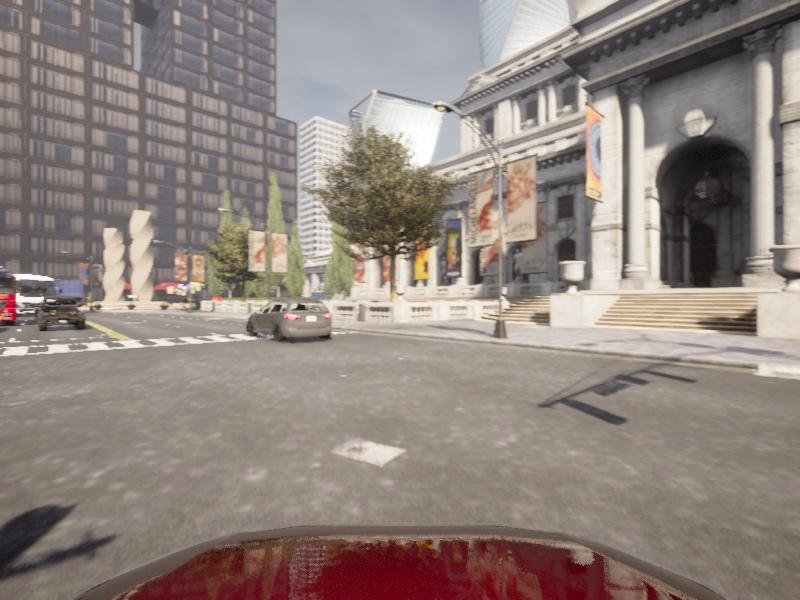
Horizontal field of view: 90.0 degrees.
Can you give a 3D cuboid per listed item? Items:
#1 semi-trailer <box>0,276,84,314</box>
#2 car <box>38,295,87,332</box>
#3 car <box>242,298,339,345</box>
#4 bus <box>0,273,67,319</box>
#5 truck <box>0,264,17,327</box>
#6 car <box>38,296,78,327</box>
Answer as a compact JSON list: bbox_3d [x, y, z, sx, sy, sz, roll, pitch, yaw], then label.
[{"bbox_3d":[-46.261,-0.524,49.844,14.254,4.402,2.717,0,-1,14],"label":"semi-trailer"},{"bbox_3d":[-18.917,0.687,22.346,1.905,1.878,3.866,0,0,-43],"label":"car"},{"bbox_3d":[-4.727,0.768,16.828,2.242,1.667,4.611,0,0,-39],"label":"car"},{"bbox_3d":[-39.399,-0.458,40.960,10.273,4.253,3.944,1,0,24],"label":"bus"},{"bbox_3d":[-27.677,-0.261,26.797,2.891,3.827,8.468,0,0,-43],"label":"truck"},{"bbox_3d":[-22.880,0.696,26.696,1.905,1.878,3.866,0,0,-43],"label":"car"}]
